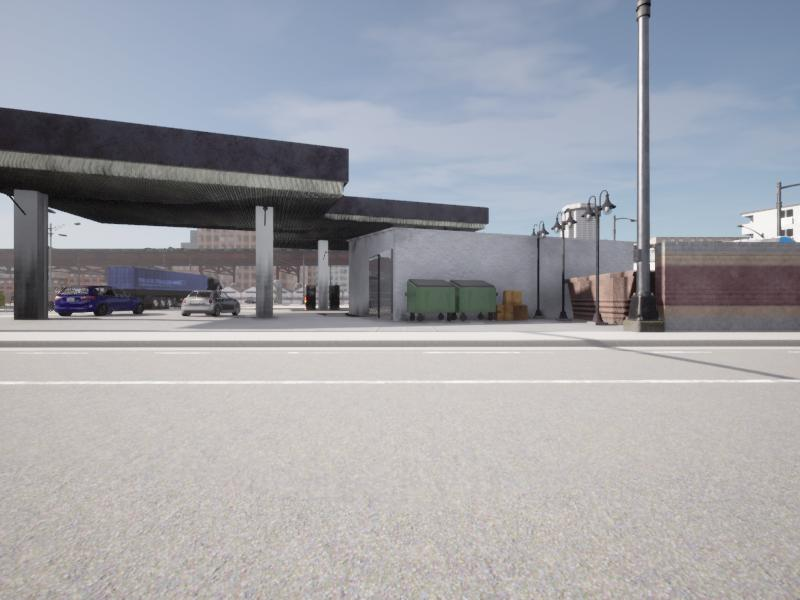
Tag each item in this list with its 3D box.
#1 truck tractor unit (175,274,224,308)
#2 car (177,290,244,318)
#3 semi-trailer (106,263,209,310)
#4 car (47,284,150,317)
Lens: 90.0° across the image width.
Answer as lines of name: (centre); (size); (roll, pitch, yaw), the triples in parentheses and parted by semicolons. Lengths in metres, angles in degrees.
truck tractor unit: (-26.044, -1.116, 52.442); (3.053, 4.208, 6.516); (0, 0, 1)
car: (-10.744, 0.199, 23.004); (1.970, 1.475, 3.806); (0, 0, 1)
semi-trailer: (-26.107, -1.218, 44.530); (2.717, 4.402, 14.254); (0, 0, 0)
car: (-16.492, 0.038, 22.265); (2.242, 1.667, 4.611); (0, 0, 1)
